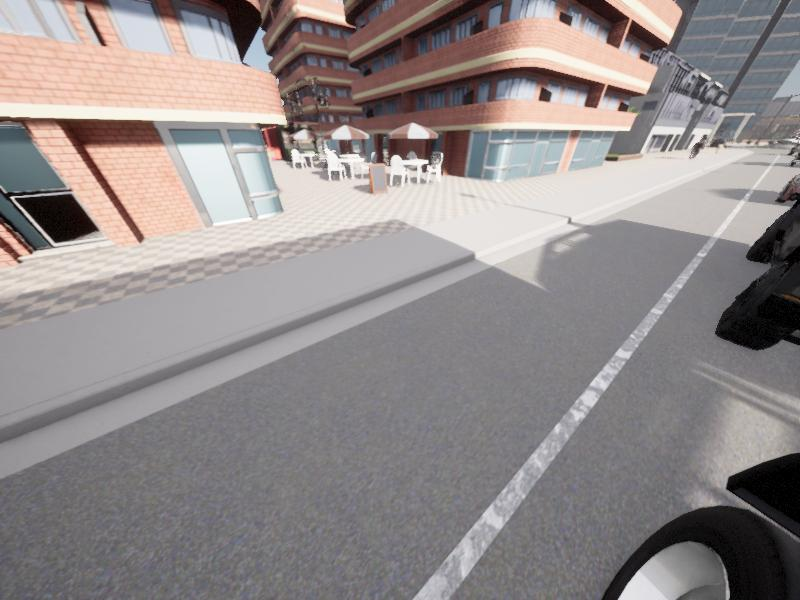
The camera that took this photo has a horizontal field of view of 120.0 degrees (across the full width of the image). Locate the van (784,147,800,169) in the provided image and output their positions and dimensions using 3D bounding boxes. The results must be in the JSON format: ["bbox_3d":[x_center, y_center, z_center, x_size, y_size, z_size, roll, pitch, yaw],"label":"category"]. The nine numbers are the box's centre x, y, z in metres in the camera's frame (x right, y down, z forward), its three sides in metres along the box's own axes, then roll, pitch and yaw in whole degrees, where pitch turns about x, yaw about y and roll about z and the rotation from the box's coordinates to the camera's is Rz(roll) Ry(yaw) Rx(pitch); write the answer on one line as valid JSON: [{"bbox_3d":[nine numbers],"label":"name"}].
[{"bbox_3d":[34.665,-12.210,19.177,4.480,2.038,2.069,-23,41,-28],"label":"van"}]

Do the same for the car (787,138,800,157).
[{"bbox_3d":[52.353,-19.640,29.712,4.605,1.855,1.932,-24,41,-30],"label":"car"}]

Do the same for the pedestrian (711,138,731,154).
[{"bbox_3d":[43.745,-21.028,31.509,0.751,1.860,0.751,28,44,34],"label":"pedestrian"}]

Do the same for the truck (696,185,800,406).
[{"bbox_3d":[6.857,-0.618,2.933,6.274,2.098,2.390,-22,39,-29],"label":"truck"}]

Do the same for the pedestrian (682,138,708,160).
[{"bbox_3d":[31.349,-16.070,24.573,0.751,1.860,0.751,-17,38,-22],"label":"pedestrian"}]

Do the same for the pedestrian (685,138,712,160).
[{"bbox_3d":[30.636,-15.453,23.712,0.751,1.860,0.751,-15,37,-19],"label":"pedestrian"}]

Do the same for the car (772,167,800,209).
[{"bbox_3d":[16.770,-4.456,8.909,4.181,1.385,1.994,-22,40,-28],"label":"car"}]

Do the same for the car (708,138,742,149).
[{"bbox_3d":[69.316,-33.563,49.396,1.932,1.855,4.605,12,37,17],"label":"car"}]
